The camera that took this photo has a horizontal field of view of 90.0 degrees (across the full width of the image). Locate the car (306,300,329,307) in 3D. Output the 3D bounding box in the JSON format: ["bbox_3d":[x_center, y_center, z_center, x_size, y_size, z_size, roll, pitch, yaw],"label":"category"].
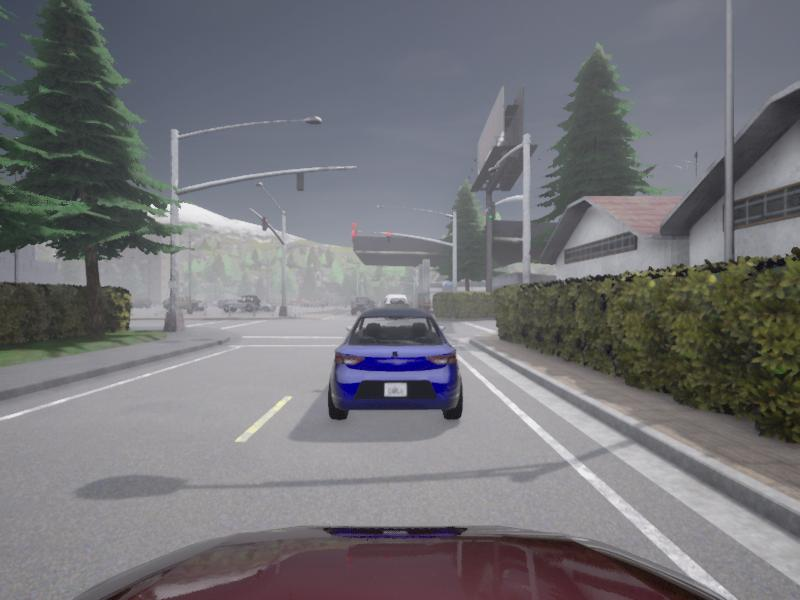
[{"bbox_3d":[-17.444,0.662,84.640,4.514,1.523,2.007,0,0,-1],"label":"car"}]

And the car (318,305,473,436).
[{"bbox_3d":[-0.077,0.853,6.769,1.816,1.474,4.193,0,0,-1],"label":"car"}]

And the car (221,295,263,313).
[{"bbox_3d":[-17.261,0.410,43.919,3.866,1.878,1.905,0,0,-1],"label":"car"}]

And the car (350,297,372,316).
[{"bbox_3d":[-3.957,0.636,41.350,1.905,1.878,3.866,0,0,-1],"label":"car"}]

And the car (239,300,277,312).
[{"bbox_3d":[-16.706,0.693,47.253,3.806,1.475,1.970,0,0,-1],"label":"car"}]

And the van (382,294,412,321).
[{"bbox_3d":[-0.311,0.569,32.518,2.069,2.038,4.480,-1,1,-4],"label":"van"}]

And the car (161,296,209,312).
[{"bbox_3d":[-25.183,0.429,47.071,4.605,1.855,1.932,0,0,-1],"label":"car"}]

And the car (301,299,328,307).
[{"bbox_3d":[-17.339,0.654,81.505,5.027,1.636,2.152,0,0,-1],"label":"car"}]
